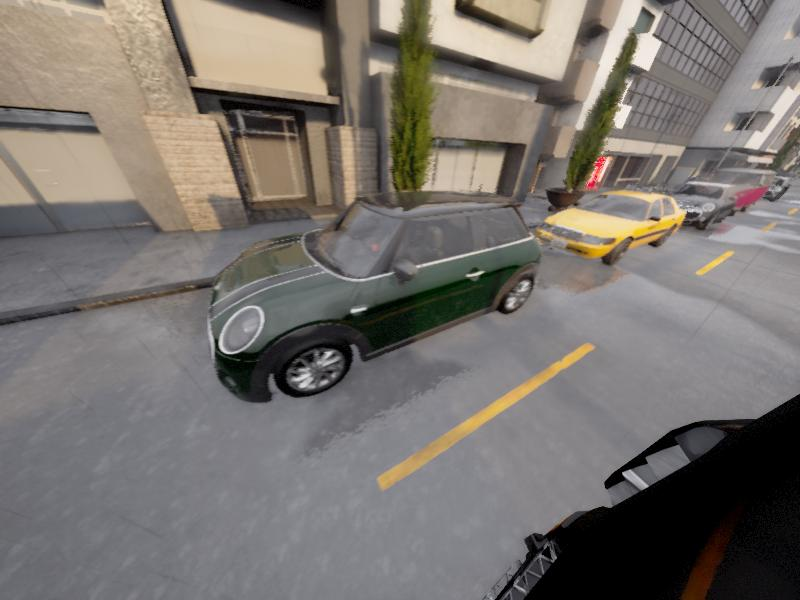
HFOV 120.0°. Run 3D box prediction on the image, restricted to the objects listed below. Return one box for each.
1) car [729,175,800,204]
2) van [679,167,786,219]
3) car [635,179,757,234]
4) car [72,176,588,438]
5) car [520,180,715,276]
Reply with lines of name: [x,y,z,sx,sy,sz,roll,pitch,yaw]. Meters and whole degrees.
car: [26.120,-8.007,16.555,3.806,1.475,1.970,-16,38,-26]
van: [16.841,-5.552,11.734,4.442,1.987,1.775,-16,38,-26]
car: [12.060,-3.968,9.467,3.806,1.475,1.970,-16,38,-26]
car: [-0.064,-0.615,3.265,4.553,1.767,2.097,-16,38,-26]
car: [6.086,-2.295,6.428,5.366,1.575,1.801,-16,38,-26]
